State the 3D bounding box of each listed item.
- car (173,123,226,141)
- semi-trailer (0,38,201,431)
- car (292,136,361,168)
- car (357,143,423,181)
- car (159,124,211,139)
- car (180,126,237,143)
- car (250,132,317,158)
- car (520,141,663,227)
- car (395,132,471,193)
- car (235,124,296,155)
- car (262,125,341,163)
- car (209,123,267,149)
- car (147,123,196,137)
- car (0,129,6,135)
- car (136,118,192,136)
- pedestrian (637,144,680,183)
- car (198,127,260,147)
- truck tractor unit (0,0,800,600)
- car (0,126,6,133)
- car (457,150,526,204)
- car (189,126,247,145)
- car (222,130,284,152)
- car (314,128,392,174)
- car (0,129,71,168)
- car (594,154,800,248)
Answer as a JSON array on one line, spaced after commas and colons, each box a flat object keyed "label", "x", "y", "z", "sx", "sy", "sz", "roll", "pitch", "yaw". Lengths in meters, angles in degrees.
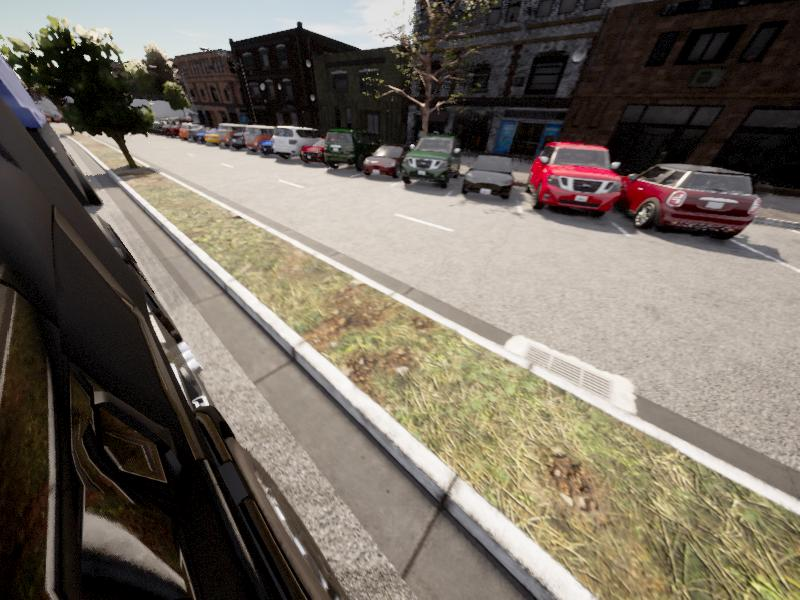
[{"label": "car", "x": -25.844, "y": -21.796, "z": 30.042, "sx": 2.185, "sy": 1.767, "sz": 4.553, "roll": 13, "pitch": 37, "yaw": 14}, {"label": "semi-trailer", "x": -8.705, "y": -3.577, "z": 4.251, "sx": 14.254, "sy": 4.402, "sz": 2.717, "roll": 28, "pitch": 43, "yaw": 30}, {"label": "car", "x": -4.989, "y": -10.777, "z": 16.681, "sx": 2.097, "sy": 1.535, "sz": 5.008, "roll": 14, "pitch": 37, "yaw": 14}, {"label": "car", "x": -0.398, "y": -8.300, "z": 13.671, "sx": 2.163, "sy": 1.488, "sz": 4.792, "roll": 14, "pitch": 37, "yaw": 14}, {"label": "car", "x": -30.561, "y": -24.091, "z": 33.053, "sx": 2.097, "sy": 1.535, "sz": 5.008, "roll": 13, "pitch": 37, "yaw": 13}, {"label": "car", "x": -23.498, "y": -20.496, "z": 28.648, "sx": 2.231, "sy": 1.521, "sz": 4.892, "roll": 13, "pitch": 37, "yaw": 14}, {"label": "car", "x": -9.591, "y": -13.213, "z": 19.683, "sx": 2.097, "sy": 1.535, "sz": 5.008, "roll": 14, "pitch": 37, "yaw": 14}, {"label": "car", "x": 6.523, "y": -4.871, "z": 9.001, "sx": 2.435, "sy": 2.045, "sz": 5.566, "roll": 14, "pitch": 37, "yaw": 14}, {"label": "car", "x": 1.920, "y": -7.310, "z": 12.006, "sx": 2.435, "sy": 2.045, "sz": 5.566, "roll": 14, "pitch": 37, "yaw": 14}, {"label": "car", "x": -11.922, "y": -14.550, "z": 20.960, "sx": 1.878, "sy": 1.987, "sz": 4.442, "roll": 14, "pitch": 37, "yaw": 14}, {"label": "car", "x": -7.275, "y": -12.213, "z": 18.056, "sx": 2.435, "sy": 2.045, "sz": 5.566, "roll": 14, "pitch": 37, "yaw": 15}, {"label": "car", "x": -16.542, "y": -16.987, "z": 23.962, "sx": 1.878, "sy": 1.987, "sz": 4.442, "roll": 14, "pitch": 37, "yaw": 14}, {"label": "car", "x": -35.315, "y": -26.447, "z": 35.935, "sx": 2.097, "sy": 1.535, "sz": 5.008, "roll": 13, "pitch": 37, "yaw": 12}, {"label": "car", "x": -44.903, "y": -17.432, "z": 23.128, "sx": 2.097, "sy": 1.535, "sz": 5.008, "roll": 13, "pitch": 38, "yaw": 13}, {"label": "car", "x": -37.710, "y": -27.797, "z": 37.182, "sx": 2.435, "sy": 2.045, "sz": 5.566, "roll": 12, "pitch": 37, "yaw": 12}, {"label": "pedestrian", "x": 14.935, "y": -7.931, "z": 13.427, "sx": 0.751, "sy": 1.860, "sz": 0.751, "roll": 27, "pitch": 43, "yaw": 26}, {"label": "car", "x": -18.777, "y": -18.186, "z": 25.825, "sx": 1.946, "sy": 1.575, "sz": 5.366, "roll": 14, "pitch": 37, "yaw": 14}, {"label": "truck tractor unit", "x": -2.645, "y": -0.295, "z": 0.351, "sx": 6.516, "sy": 4.208, "sz": 3.053, "roll": 28, "pitch": 44, "yaw": 30}, {"label": "car", "x": -49.668, "y": -19.600, "z": 25.760, "sx": 1.946, "sy": 1.575, "sz": 5.366, "roll": 12, "pitch": 38, "yaw": 13}, {"label": "car", "x": 4.206, "y": -5.864, "z": 10.669, "sx": 2.163, "sy": 1.488, "sz": 4.792, "roll": 14, "pitch": 37, "yaw": 14}, {"label": "car", "x": -21.150, "y": -19.298, "z": 27.177, "sx": 2.097, "sy": 1.535, "sz": 5.008, "roll": 14, "pitch": 37, "yaw": 14}, {"label": "car", "x": -14.200, "y": -15.642, "z": 22.727, "sx": 2.163, "sy": 1.488, "sz": 4.792, "roll": 14, "pitch": 37, "yaw": 15}, {"label": "car", "x": -2.674, "y": -9.778, "z": 15.055, "sx": 2.435, "sy": 2.045, "sz": 5.566, "roll": 14, "pitch": 37, "yaw": 15}, {"label": "car", "x": -19.617, "y": -8.078, "z": 12.222, "sx": 4.181, "sy": 1.385, "sz": 1.994, "roll": 28, "pitch": 43, "yaw": 30}, {"label": "car", "x": 8.803, "y": -3.549, "z": 7.569, "sx": 2.185, "sy": 1.767, "sz": 4.553, "roll": 14, "pitch": 37, "yaw": 15}]
